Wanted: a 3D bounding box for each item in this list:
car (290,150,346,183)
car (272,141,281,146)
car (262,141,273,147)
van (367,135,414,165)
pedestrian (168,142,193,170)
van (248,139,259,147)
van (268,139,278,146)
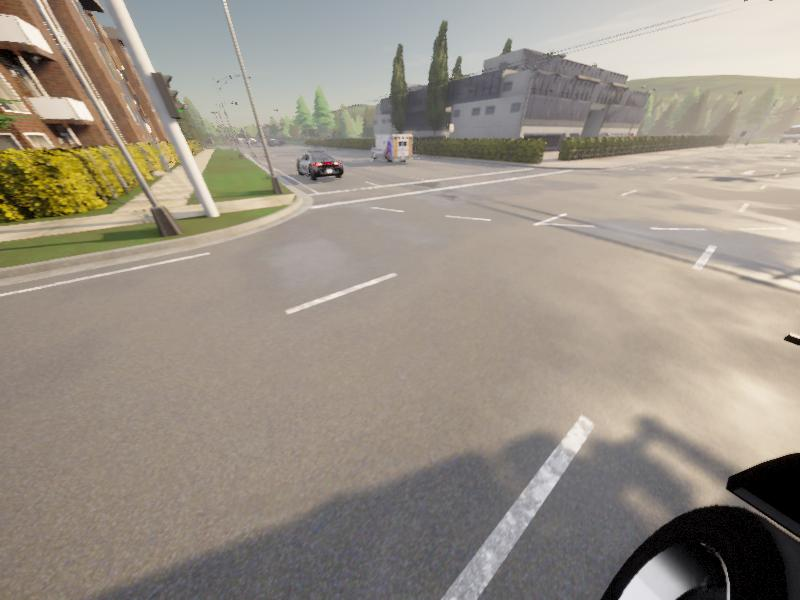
[{"bbox_3d":[-5.687,-9.241,15.735,2.038,1.542,4.974,-21,40,-27],"label":"car"},{"bbox_3d":[-42.157,-53.332,78.760,1.994,1.385,4.181,-20,40,-26],"label":"car"},{"bbox_3d":[-41.942,-49.434,73.108,2.242,1.667,4.611,-20,40,-26],"label":"car"},{"bbox_3d":[-1.169,-16.507,25.206,2.351,2.431,6.366,-18,39,-23],"label":"van"},{"bbox_3d":[-17.844,-11.724,18.806,0.751,1.860,0.751,-21,40,-26],"label":"pedestrian"},{"bbox_3d":[-47.946,-51.289,75.373,2.069,2.038,4.480,-20,40,-26],"label":"van"},{"bbox_3d":[-46.321,-57.349,83.941,2.069,2.038,4.480,-20,40,-26],"label":"van"}]
